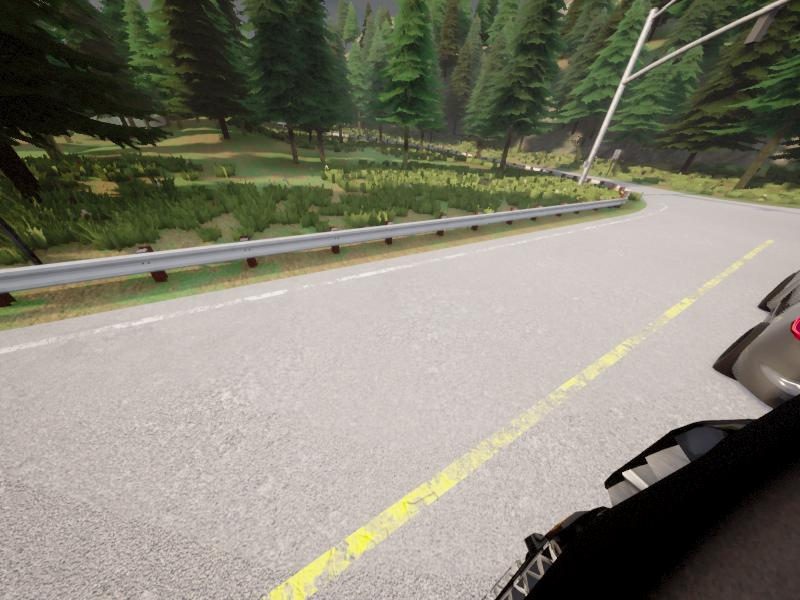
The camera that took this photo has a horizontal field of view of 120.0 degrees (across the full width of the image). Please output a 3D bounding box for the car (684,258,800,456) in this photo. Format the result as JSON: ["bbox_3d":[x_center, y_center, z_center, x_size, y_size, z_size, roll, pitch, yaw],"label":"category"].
[{"bbox_3d":[5.832,0.330,2.379,4.611,1.667,2.242,-16,38,-26],"label":"car"}]

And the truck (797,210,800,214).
[{"bbox_3d":[25.174,-5.076,11.287,5.204,2.467,2.627,4,33,3],"label":"truck"}]
